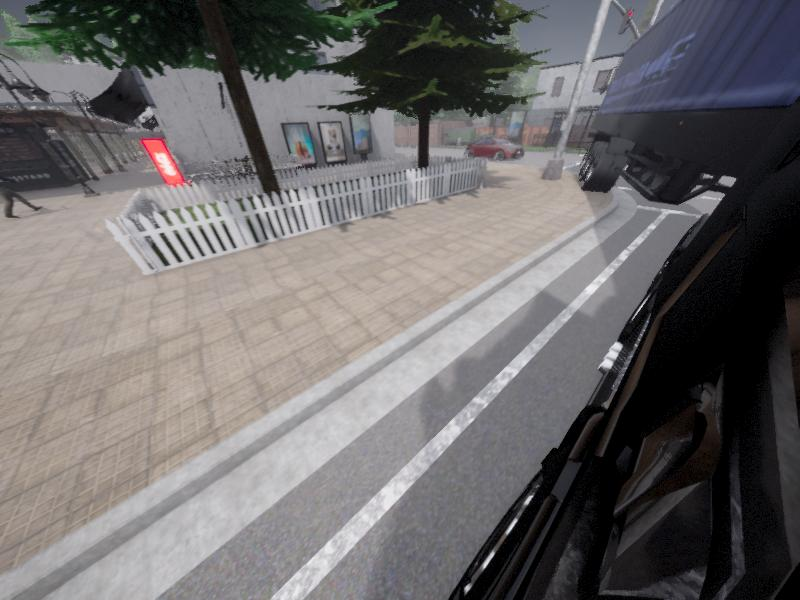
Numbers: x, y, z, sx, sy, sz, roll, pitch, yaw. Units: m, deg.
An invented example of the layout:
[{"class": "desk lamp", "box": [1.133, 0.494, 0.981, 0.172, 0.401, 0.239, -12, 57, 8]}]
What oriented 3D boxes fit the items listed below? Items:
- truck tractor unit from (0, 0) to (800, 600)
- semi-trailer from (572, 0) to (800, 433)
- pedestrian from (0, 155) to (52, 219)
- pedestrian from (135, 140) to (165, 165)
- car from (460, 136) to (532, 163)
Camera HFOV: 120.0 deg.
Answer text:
[{"class": "truck tractor unit", "box": [2.645, -0.295, 0.351, 6.516, 4.208, 3.053, -28, 44, -30]}, {"class": "semi-trailer", "box": [6.991, -4.446, 5.328, 2.717, 4.402, 14.254, 21, 43, 19]}, {"class": "pedestrian", "box": [-13.119, -3.739, 7.589, 0.751, 1.860, 0.751, 0, 37, 4]}, {"class": "pedestrian", "box": [-22.533, -13.278, 20.860, 0.751, 1.860, 0.751, 5, 38, 11]}, {"class": "car", "box": [6.756, -10.978, 16.728, 1.994, 1.385, 4.181, -26, 43, -28]}]
